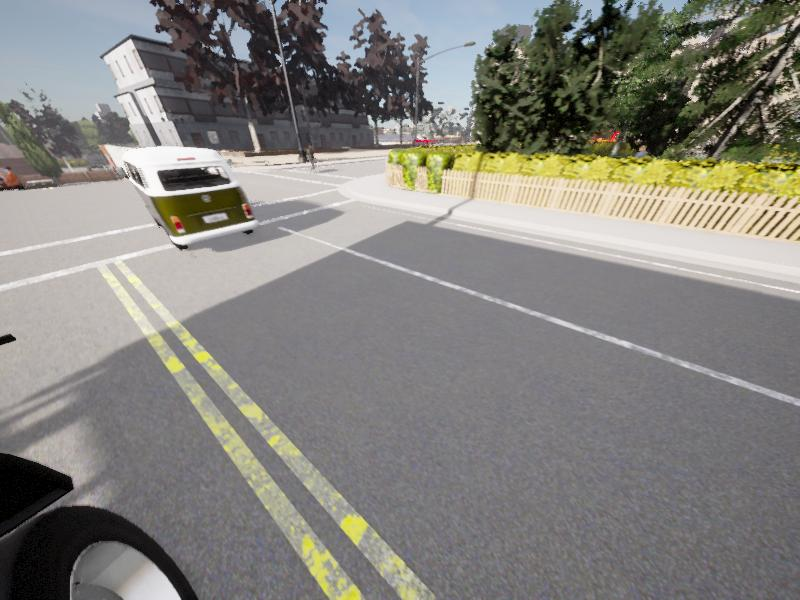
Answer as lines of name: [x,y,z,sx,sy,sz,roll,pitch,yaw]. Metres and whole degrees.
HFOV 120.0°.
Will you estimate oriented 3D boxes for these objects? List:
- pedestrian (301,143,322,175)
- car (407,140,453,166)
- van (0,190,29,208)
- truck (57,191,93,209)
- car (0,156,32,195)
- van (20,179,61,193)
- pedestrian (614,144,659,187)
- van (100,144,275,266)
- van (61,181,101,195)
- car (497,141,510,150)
pedestrian: [-6.236,-9.977,16.357,0.751,1.860,0.751,17,39,22]
car: [3.186,-15.534,24.192,2.150,2.045,5.566,23,41,29]
van: [-70.449,-17.216,39.675,6.366,2.431,2.351,-15,38,-23]
truck: [-51.984,-16.115,36.892,6.274,2.098,2.390,18,39,32]
car: [-22.818,-6.789,12.636,4.553,1.767,2.097,16,37,33]
van: [-80.354,-25.647,51.767,2.069,2.038,4.480,23,41,28]
pedestrian: [12.207,-6.971,11.978,0.751,1.860,0.751,-18,39,-24]
van: [-5.695,-2.880,6.179,4.480,2.038,2.069,28,45,33]
van: [-68.230,-23.977,49.512,1.775,1.987,4.442,23,41,28]
car: [23.022,-34.380,51.492,1.789,1.549,3.705,18,39,23]
